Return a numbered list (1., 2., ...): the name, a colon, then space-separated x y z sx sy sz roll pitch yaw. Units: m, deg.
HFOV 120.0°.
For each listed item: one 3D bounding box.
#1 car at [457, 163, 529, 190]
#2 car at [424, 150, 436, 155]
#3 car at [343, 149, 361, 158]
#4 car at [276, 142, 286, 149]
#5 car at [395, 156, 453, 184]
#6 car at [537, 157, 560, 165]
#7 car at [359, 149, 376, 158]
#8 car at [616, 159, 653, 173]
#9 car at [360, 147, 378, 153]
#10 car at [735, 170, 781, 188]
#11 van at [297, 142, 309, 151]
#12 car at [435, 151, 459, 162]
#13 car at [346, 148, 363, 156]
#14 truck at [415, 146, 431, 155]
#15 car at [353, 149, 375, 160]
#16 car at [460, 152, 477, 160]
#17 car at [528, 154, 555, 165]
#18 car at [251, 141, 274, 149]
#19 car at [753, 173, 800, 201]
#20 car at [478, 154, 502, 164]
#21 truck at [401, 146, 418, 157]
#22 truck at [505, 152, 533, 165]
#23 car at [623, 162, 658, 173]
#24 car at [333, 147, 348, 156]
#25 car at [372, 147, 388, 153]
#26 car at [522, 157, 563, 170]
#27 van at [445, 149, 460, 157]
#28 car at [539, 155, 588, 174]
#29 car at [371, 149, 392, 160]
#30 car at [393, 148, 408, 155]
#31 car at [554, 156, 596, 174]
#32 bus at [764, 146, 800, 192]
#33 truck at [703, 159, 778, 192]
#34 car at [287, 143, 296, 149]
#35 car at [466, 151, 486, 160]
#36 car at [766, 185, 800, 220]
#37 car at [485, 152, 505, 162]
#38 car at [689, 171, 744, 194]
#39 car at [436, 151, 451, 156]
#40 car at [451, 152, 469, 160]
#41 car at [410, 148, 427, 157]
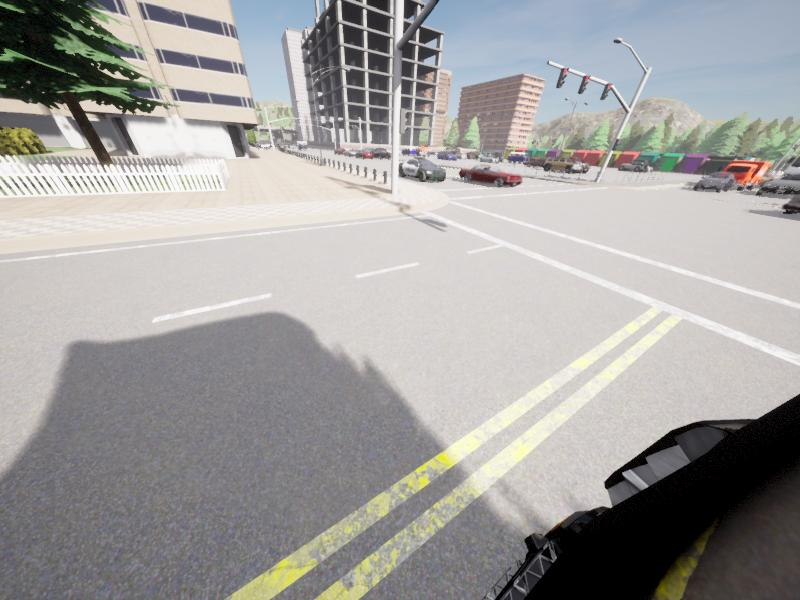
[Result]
1. car: 6.796 -9.405 17.445 1.895 1.301 4.718 -18 39 -28
2. car: 10.856 -53.963 84.632 3.806 1.475 1.970 -16 38 -26
3. car: -9.702 -29.424 46.313 1.895 1.301 4.718 -16 38 -26
4. car: -39.399 -51.250 76.574 2.033 1.649 4.856 -16 38 -26
5. car: 1.726 -10.478 18.459 2.038 1.542 4.974 -15 38 -25
6. car: 34.958 -32.844 54.448 1.784 1.438 3.905 -16 38 -26
7. car: -6.825 -30.495 48.011 1.812 1.442 4.674 -16 38 -26
8. car: 41.177 -23.631 40.683 1.905 1.878 3.866 -16 38 -26
9. car: -10.340 -50.131 77.147 5.357 1.411 2.033 -16 38 -26
10. car: 42.753 -14.468 27.557 5.366 1.575 1.801 -15 37 -25
11. van: -27.379 -43.383 65.301 2.069 2.038 4.480 -16 38 -26
12. car: 9.754 -29.822 47.900 2.242 1.667 4.611 -16 38 -26
13. car: -10.463 -34.080 53.174 2.033 1.411 5.357 -16 38 -26
14. truck: 8.634 -56.009 86.563 5.204 2.467 2.627 -16 38 -26
15. car: -6.504 -26.339 41.747 2.163 1.488 4.792 -16 38 -26
16. car: 17.806 -37.606 60.303 1.784 1.438 3.905 -16 38 -26
17. car: 32.427 -32.340 53.115 1.932 1.855 4.605 -16 38 -26
18. car: -37.509 -42.157 62.983 4.974 1.542 2.038 -18 39 -28
19. car: 32.372 -9.516 19.273 5.027 1.651 2.152 -16 38 -26
20. car: 17.830 -27.944 45.821 1.970 1.475 3.806 -16 38 -26
21. truck: 2.251 -37.519 58.431 2.069 2.038 4.478 -16 38 -26
22. truck: 25.344 -30.372 49.441 2.069 2.038 4.478 -16 38 -26
23. car: 43.680 -24.138 42.069 1.970 1.475 3.806 -16 38 -26
24. car: -13.199 -32.943 51.209 1.812 1.442 4.674 -16 38 -26
25. car: -6.630 -49.069 75.586 4.892 1.490 1.837 -16 38 -26
26. car: 23.335 -22.470 37.991 2.033 1.415 5.357 -16 38 -26
27. van: 18.504 -51.948 81.602 4.480 2.038 2.069 -16 38 -26
28. car: 21.671 -18.113 30.880 1.932 1.855 4.605 -16 38 -26
29. car: -3.571 -27.321 43.398 1.882 1.535 5.008 -16 38 -26
30. car: 0.122 -50.923 79.104 4.611 1.667 2.242 -16 38 -26
31. car: 24.204 -18.794 32.104 1.905 1.878 3.866 -16 38 -26
32. bus: 43.888 -13.578 23.906 10.273 4.253 3.944 -14 37 -25
33. truck: 34.087 -12.531 23.175 5.204 2.467 2.627 -15 38 -25
34. car: -37.255 -52.933 79.376 1.851 1.617 3.988 -16 38 -26
35. car: 20.114 -38.465 61.392 1.932 1.855 4.605 -16 38 -26
36. car: 22.405 -4.866 11.718 5.357 1.411 2.033 -6 35 -13
37. car: 22.153 -33.461 54.022 1.905 1.878 3.866 -16 38 -26
38. car: 28.131 -10.523 20.547 3.633 1.501 1.845 -15 38 -25
39. car: 15.899 -53.197 83.817 4.902 1.511 2.128 -16 38 -26
40. car: 15.298 -36.869 59.060 1.970 1.475 3.806 -16 38 -26
41. car: 4.719 -38.186 59.795 1.932 1.855 4.605 -16 38 -26
